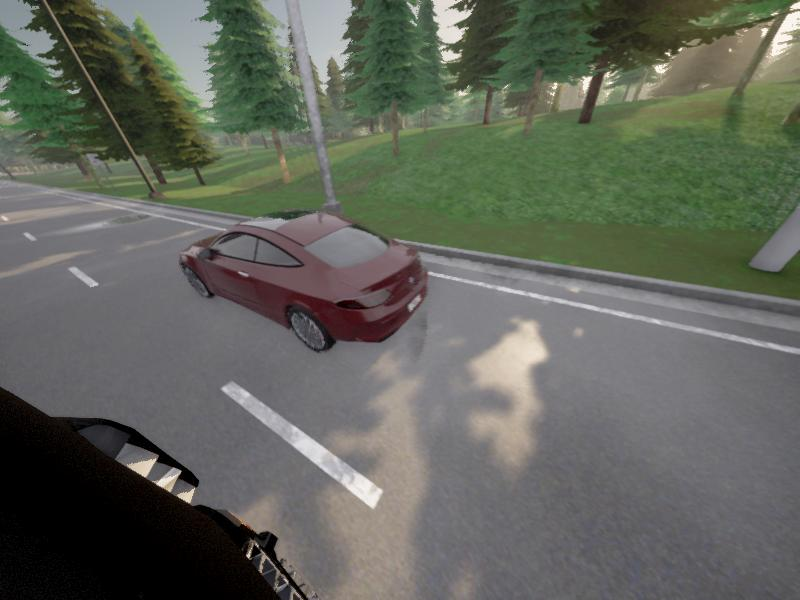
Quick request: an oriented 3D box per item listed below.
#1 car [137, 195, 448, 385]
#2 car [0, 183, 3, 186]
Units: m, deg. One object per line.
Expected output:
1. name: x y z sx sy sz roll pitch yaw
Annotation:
1. car: -1.807 -0.689 3.810 4.674 1.442 1.812 16 38 26
2. car: -57.510 -16.568 31.829 5.238 1.638 1.930 16 38 26
